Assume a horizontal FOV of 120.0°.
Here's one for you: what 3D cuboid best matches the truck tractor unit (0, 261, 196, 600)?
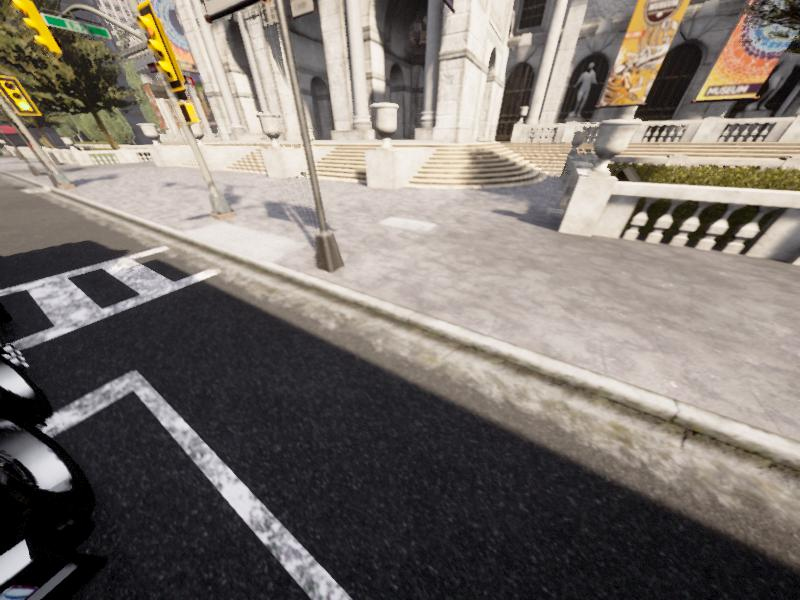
[{"bbox_3d":[-5.106,-0.305,0.788,6.516,4.208,3.053,19,39,24],"label":"truck tractor unit"}]
